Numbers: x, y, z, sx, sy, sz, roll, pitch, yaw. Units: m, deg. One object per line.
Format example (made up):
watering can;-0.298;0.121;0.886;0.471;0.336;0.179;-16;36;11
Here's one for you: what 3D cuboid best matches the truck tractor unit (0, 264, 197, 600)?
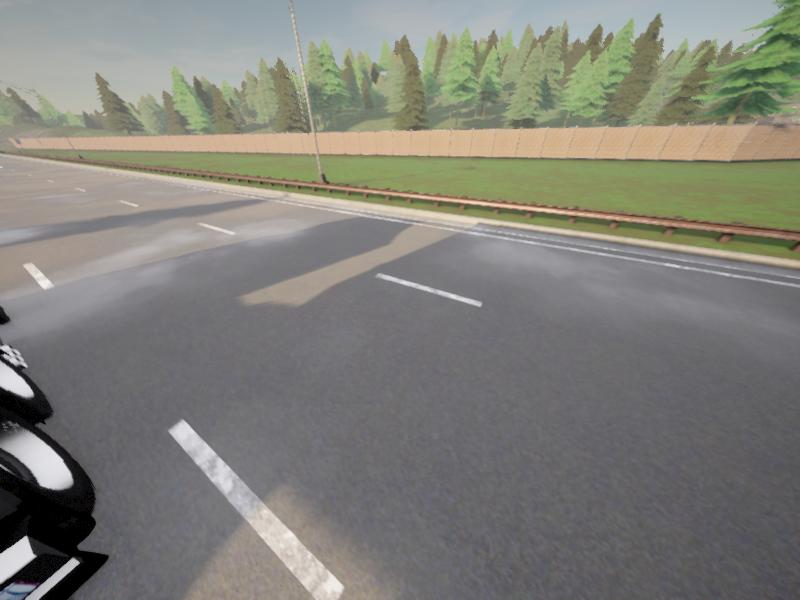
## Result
truck tractor unit;-5.115;-0.295;0.779;6.516;4.208;3.053;18;39;24
